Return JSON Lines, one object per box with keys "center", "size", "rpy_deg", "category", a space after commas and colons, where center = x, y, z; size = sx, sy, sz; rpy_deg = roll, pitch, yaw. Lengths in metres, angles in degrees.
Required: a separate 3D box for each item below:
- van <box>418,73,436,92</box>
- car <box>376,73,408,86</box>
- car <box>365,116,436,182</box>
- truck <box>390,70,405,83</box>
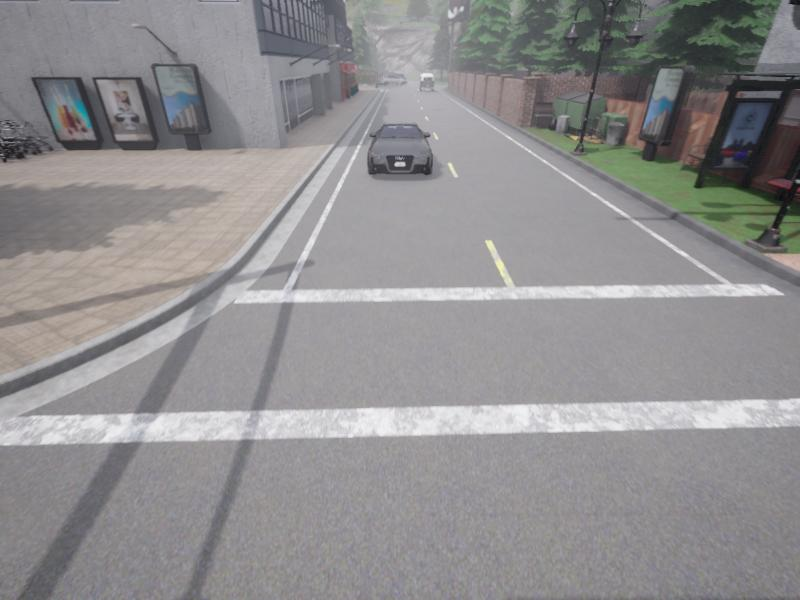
{"center": [3.500, -28.488, 52.405], "size": [2.069, 2.038, 4.480], "rpy_deg": [0, 30, 0], "category": "van"}
{"center": [-1.271, -35.153, 63.911], "size": [4.611, 1.667, 2.242], "rpy_deg": [-13, 33, -25], "category": "car"}
{"center": [0.003, -5.174, 13.399], "size": [1.994, 1.385, 4.181], "rpy_deg": [0, 30, 0], "category": "car"}
{"center": [-0.520, -43.207, 77.363], "size": [2.390, 2.098, 6.274], "rpy_deg": [-3, 31, -6], "category": "truck"}
